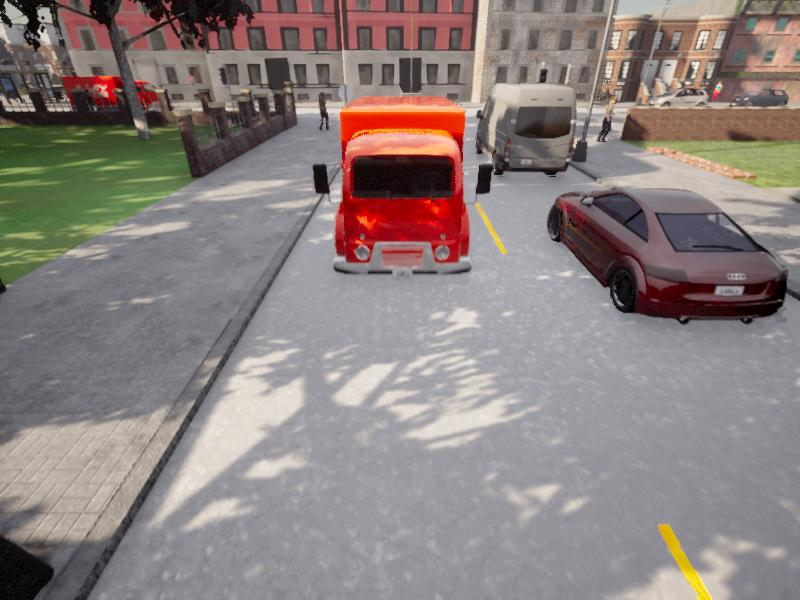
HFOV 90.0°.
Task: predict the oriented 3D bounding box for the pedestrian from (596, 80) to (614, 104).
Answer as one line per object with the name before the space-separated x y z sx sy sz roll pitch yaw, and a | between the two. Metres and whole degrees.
pedestrian | 18.236 -18.519 35.621 0.751 1.860 0.751 -4 31 -7

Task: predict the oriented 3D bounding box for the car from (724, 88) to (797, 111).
car | 28.315 -15.809 31.564 3.633 1.501 1.845 0 30 0

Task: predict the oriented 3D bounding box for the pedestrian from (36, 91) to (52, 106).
pedestrian | -30.443 -17.258 34.215 0.500 1.100 0.500 -6 31 -10

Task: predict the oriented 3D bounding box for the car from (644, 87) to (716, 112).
car | 21.956 -15.854 31.566 3.988 1.617 1.851 0 30 0

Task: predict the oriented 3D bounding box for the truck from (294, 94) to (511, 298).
truck | 0.039 -2.421 7.706 2.627 2.467 5.204 0 30 0

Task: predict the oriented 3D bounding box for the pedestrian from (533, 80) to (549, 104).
pedestrian | 12.536 -18.515 35.615 0.751 1.860 0.751 -2 30 -4

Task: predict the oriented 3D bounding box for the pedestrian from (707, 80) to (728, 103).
pedestrian | 28.977 -19.047 36.526 0.751 1.860 0.751 -12 32 -20

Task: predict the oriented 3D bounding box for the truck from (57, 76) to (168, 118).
truck | -19.806 -14.219 27.910 5.204 2.467 2.627 0 30 0

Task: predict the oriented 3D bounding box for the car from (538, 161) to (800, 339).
car | 4.039 -1.156 6.638 1.994 1.385 4.181 0 30 0

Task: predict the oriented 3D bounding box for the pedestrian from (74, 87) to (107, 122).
pedestrian | -18.447 -11.648 23.859 0.751 1.860 0.751 0 30 0

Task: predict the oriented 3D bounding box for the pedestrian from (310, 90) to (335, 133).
pedestrian | -3.896 -9.546 20.262 0.751 1.860 0.751 24 38 35

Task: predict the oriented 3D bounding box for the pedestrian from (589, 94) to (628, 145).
pedestrian | 8.881 -7.723 17.123 0.751 1.860 0.751 -11 32 -18

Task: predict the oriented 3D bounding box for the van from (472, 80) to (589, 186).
van | 4.014 -5.982 13.742 1.988 2.561 5.915 0 30 1

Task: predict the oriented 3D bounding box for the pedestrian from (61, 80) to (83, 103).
pedestrian | -30.665 -19.487 37.375 0.751 1.860 0.751 4 31 7
